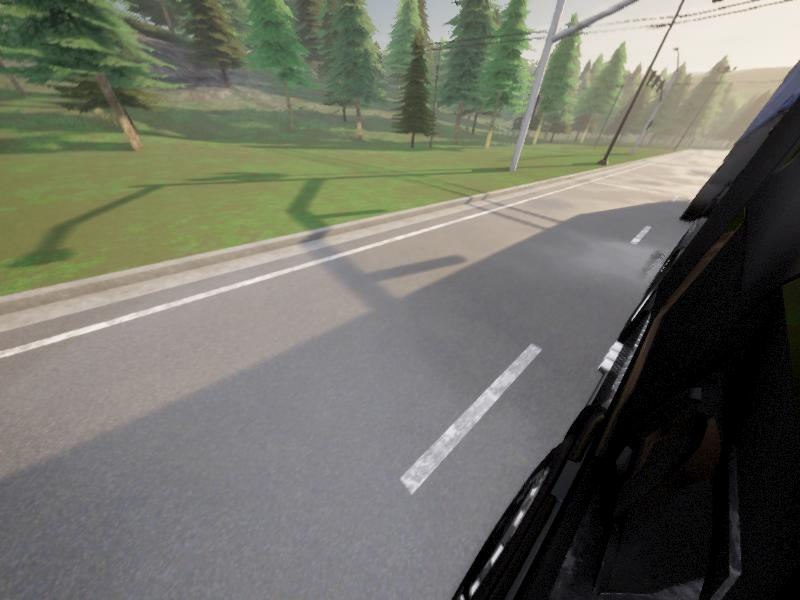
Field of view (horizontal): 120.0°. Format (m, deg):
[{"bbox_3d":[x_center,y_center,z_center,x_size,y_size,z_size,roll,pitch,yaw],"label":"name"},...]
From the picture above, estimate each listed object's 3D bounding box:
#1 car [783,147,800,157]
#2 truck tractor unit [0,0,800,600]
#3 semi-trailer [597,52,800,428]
[{"bbox_3d":[83.701,-31.079,48.564,5.366,1.575,1.801,-13,40,-20],"label":"car"},{"bbox_3d":[2.645,-0.295,0.351,6.516,4.208,3.053,-28,43,-30],"label":"truck tractor unit"},{"bbox_3d":[8.779,-3.248,4.533,14.254,4.402,2.717,-25,45,-33],"label":"semi-trailer"}]
